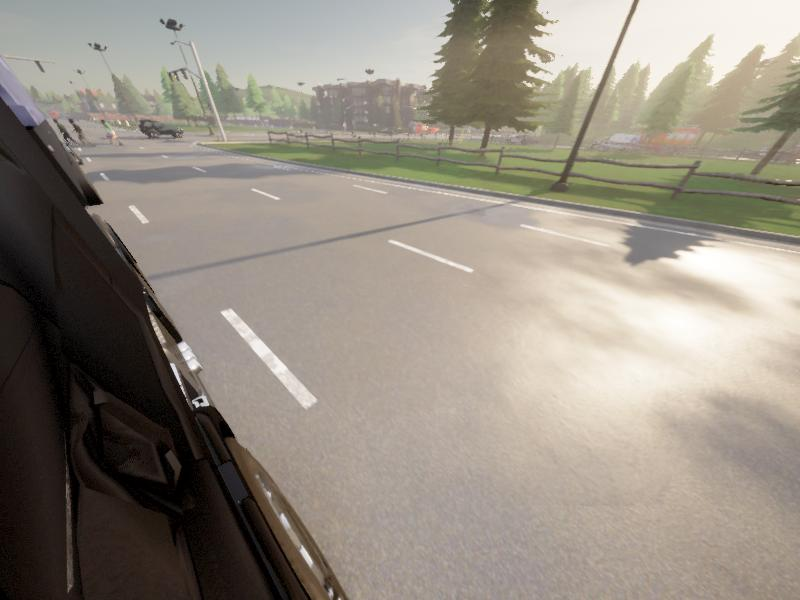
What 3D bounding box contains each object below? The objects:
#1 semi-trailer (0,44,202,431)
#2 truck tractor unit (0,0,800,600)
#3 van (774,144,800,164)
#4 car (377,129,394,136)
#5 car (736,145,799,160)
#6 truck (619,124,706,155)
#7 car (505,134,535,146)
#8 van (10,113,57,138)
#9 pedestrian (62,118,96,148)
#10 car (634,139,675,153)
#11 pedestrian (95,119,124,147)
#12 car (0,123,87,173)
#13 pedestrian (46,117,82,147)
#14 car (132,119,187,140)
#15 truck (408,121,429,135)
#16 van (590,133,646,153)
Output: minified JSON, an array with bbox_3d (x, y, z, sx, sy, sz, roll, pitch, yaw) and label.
[{"bbox_3d":[-8.707,-3.585,4.238,14.254,4.402,2.717,28,44,30],"label":"semi-trailer"},{"bbox_3d":[-2.645,-0.295,0.351,6.516,4.208,3.053,28,44,30],"label":"truck tractor unit"},{"bbox_3d":[52.016,-18.293,29.150,4.442,1.987,1.775,28,44,30],"label":"van"},{"bbox_3d":[-3.992,-47.510,65.444,1.837,1.490,4.892,28,44,30],"label":"car"},{"bbox_3d":[57.750,-23.325,36.495,4.974,1.542,2.038,28,44,30],"label":"car"},{"bbox_3d":[42.823,-26.704,38.326,8.468,3.827,2.891,28,44,30],"label":"truck"},{"bbox_3d":[24.518,-32.816,47.311,4.856,1.649,2.033,28,44,30],"label":"car"},{"bbox_3d":[-38.825,-18.562,24.590,4.442,1.987,1.775,28,44,30],"label":"van"},{"bbox_3d":[-24.877,-12.955,17.939,0.751,1.860,0.751,-30,47,-35],"label":"pedestrian"},{"bbox_3d":[45.099,-27.407,41.078,4.553,1.767,2.097,28,44,30],"label":"car"},{"bbox_3d":[-24.382,-14.056,19.433,0.751,1.860,0.751,-30,47,-35],"label":"pedestrian"},{"bbox_3d":[-18.426,-7.721,11.554,5.027,1.651,2.152,24,42,26],"label":"car"},{"bbox_3d":[-26.611,-13.330,18.345,0.751,1.860,0.751,-27,46,-33],"label":"pedestrian"},{"bbox_3d":[-28.648,-20.416,27.689,1.905,1.878,3.866,28,44,30],"label":"car"},{"bbox_3d":[6.571,-62.067,83.470,2.891,3.827,8.468,28,44,30],"label":"truck"},{"bbox_3d":[36.667,-26.664,39.104,6.366,2.431,2.351,28,44,30],"label":"van"}]
